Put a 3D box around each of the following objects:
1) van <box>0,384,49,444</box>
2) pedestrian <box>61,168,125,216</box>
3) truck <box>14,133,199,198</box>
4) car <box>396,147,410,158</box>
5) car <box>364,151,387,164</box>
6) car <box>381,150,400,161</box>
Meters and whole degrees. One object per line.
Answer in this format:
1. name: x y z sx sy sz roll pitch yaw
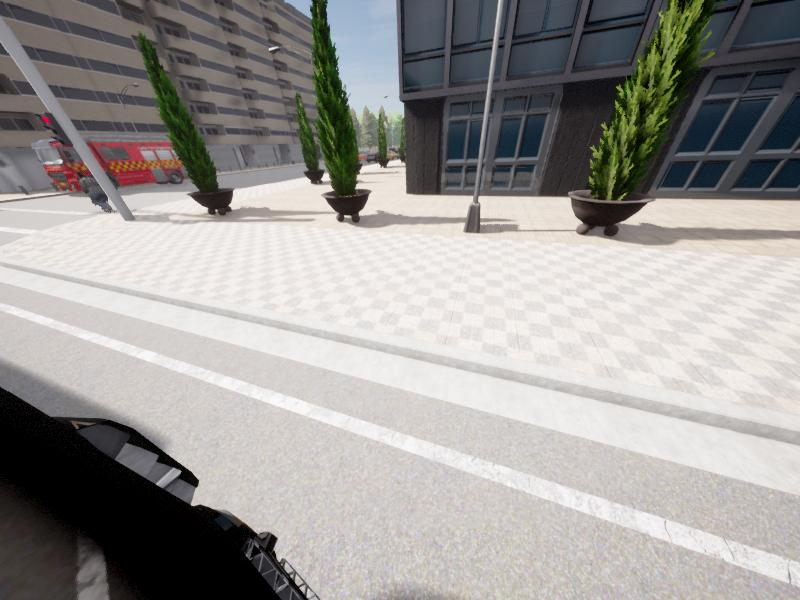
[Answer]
1. van: -6.109 0.531 1.814 4.442 1.987 1.775 9 35 17
2. pedestrian: -13.940 -4.911 10.566 0.751 1.860 0.751 4 34 10
3. truck: -23.214 -11.555 19.532 2.891 3.827 8.468 9 35 17
4. car: 0.758 -32.210 50.480 1.905 1.878 3.866 9 35 17
5. car: -4.032 -24.212 39.159 2.007 1.525 4.514 9 35 17
6. car: -1.709 -28.039 44.683 1.801 1.575 5.366 9 35 17
